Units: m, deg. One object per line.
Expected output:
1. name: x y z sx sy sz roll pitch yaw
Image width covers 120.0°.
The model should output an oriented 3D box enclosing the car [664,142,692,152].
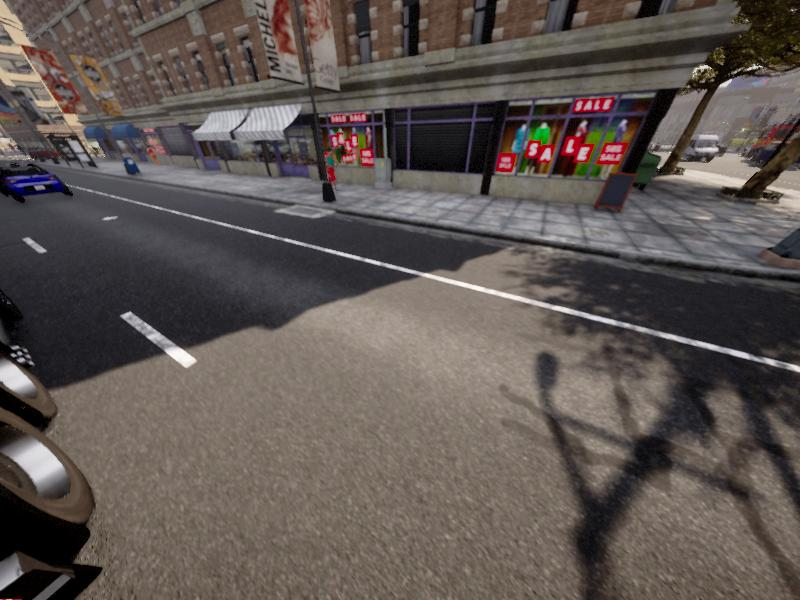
1. car: 55.541 -30.675 46.273 1.801 1.575 5.366 17 38 23

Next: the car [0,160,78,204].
1. car: -18.512 -5.950 11.428 4.193 1.474 1.816 17 39 24

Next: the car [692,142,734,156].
1. car: 48.820 -23.713 36.235 1.930 1.638 5.238 17 39 23

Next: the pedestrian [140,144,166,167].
1. pedestrian: -23.984 -14.035 22.452 0.751 1.860 0.751 15 38 21

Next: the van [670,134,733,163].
1. van: 34.769 -17.734 26.974 1.988 2.561 5.915 17 39 24

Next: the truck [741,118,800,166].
1. truck: 40.546 -15.989 23.289 2.891 3.827 8.468 17 38 24

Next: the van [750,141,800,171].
1. van: 34.140 -12.709 20.234 1.775 1.987 4.442 17 39 23

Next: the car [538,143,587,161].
1. car: 20.365 -18.679 29.111 4.553 1.767 2.097 20 39 26

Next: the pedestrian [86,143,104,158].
1. pedestrian: -45.930 -22.482 34.786 0.751 1.860 0.751 18 39 25

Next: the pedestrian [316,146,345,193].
1. pedestrian: -3.267 -6.191 10.996 0.751 1.860 0.751 17 38 23

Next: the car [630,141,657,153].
1. car: 45.601 -28.712 43.322 2.097 1.767 4.553 17 38 23

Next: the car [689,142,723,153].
1. car: 57.941 -29.071 43.859 1.930 1.638 5.238 17 38 23

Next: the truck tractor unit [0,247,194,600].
1. truck tractor unit: -5.080 -0.330 0.819 6.516 4.208 3.053 20 39 25

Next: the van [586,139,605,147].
1. van: 65.915 -53.128 78.030 4.480 2.038 2.069 18 39 24

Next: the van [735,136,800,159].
1. van: 49.496 -20.596 31.060 2.351 2.431 6.366 17 38 23
